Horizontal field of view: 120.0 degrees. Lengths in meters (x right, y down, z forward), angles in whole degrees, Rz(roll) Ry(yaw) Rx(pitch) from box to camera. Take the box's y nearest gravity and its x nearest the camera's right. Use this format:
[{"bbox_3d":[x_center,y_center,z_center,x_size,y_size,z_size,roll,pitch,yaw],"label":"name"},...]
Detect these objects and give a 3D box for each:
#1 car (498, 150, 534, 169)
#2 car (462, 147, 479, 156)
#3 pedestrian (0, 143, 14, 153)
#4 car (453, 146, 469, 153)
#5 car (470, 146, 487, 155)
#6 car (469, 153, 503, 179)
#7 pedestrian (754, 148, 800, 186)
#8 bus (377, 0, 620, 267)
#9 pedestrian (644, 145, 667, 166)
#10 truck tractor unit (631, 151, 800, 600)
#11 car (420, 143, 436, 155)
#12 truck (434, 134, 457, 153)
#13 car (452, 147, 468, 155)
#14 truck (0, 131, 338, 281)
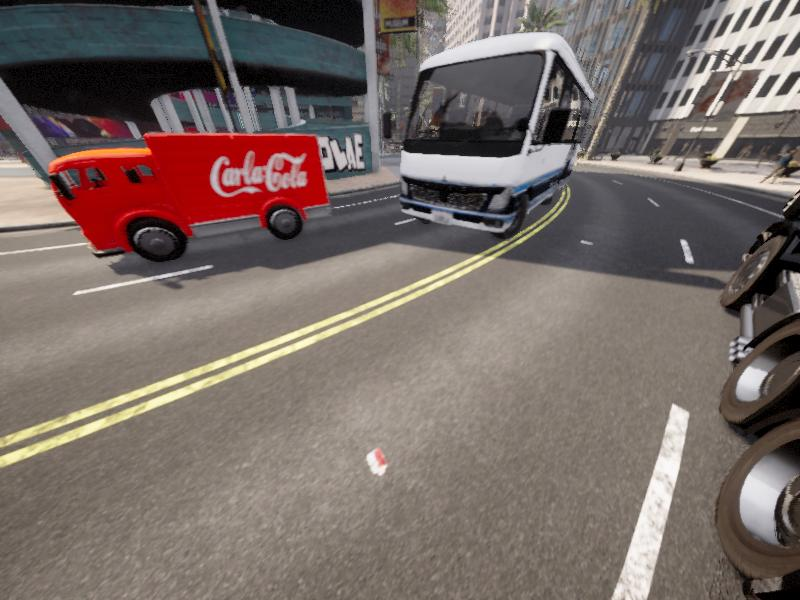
[{"bbox_3d":[12.700,-15.601,25.559,2.007,1.525,4.514,3,35,4],"label":"car"},{"bbox_3d":[14.060,-29.923,46.447,1.789,1.549,3.705,-5,34,-7],"label":"car"},{"bbox_3d":[-88.453,-34.174,51.894,0.751,1.860,0.751,-9,35,-13],"label":"pedestrian"},{"bbox_3d":[15.391,-38.383,58.863,2.128,1.511,4.902,-5,35,-7],"label":"car"},{"bbox_3d":[16.966,-32.414,50.058,1.851,1.617,3.988,-5,35,-7],"label":"car"},{"bbox_3d":[7.179,-11.167,19.085,2.128,1.511,4.902,11,36,16],"label":"car"},{"bbox_3d":[22.592,-7.882,13.694,0.751,1.860,0.751,15,37,21],"label":"pedestrian"},{"bbox_3d":[4.243,-5.477,8.344,3.944,4.253,10.273,25,41,30],"label":"bus"},{"bbox_3d":[28.165,-15.967,25.517,0.751,1.860,0.751,11,36,15],"label":"pedestrian"},{"bbox_3d":[4.906,-0.463,1.035,6.516,4.208,3.053,-26,42,-32],"label":"truck tractor unit"},{"bbox_3d":[6.102,-33.582,51.356,2.150,2.045,5.566,-5,35,-7],"label":"car"},{"bbox_3d":[11.552,-40.504,59.898,2.891,3.827,8.468,-5,35,-7],"label":"truck"},{"bbox_3d":[13.203,-33.206,51.421,1.994,1.385,4.181,-5,35,-7],"label":"car"},{"bbox_3d":[-4.818,-2.895,6.107,5.204,2.467,2.627,-23,41,-28],"label":"truck"}]
